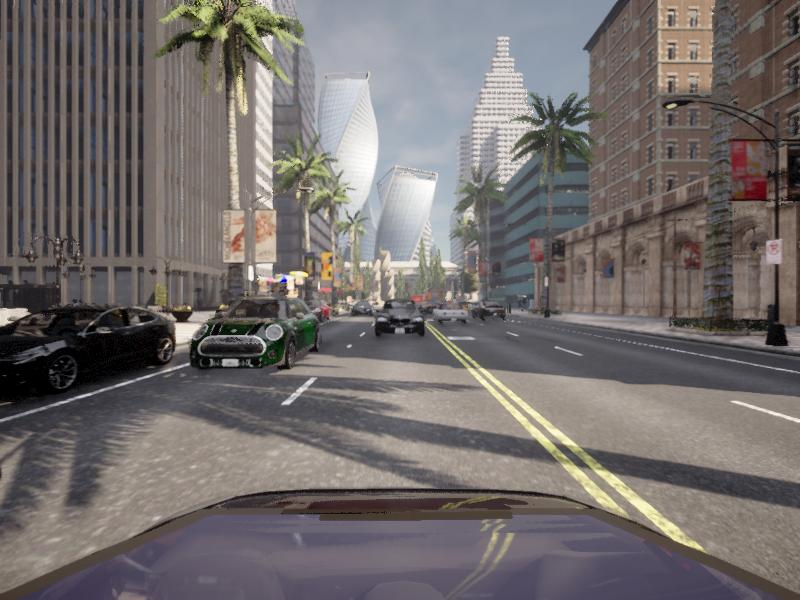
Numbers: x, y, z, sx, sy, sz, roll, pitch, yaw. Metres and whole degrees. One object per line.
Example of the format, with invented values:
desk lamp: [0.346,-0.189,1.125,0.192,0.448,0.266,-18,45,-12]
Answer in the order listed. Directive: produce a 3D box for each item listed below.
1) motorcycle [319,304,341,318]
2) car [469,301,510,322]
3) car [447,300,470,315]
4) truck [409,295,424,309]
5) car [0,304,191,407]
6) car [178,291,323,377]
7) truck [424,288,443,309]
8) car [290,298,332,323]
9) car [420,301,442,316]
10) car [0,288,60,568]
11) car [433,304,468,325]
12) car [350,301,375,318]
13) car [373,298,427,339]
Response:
motorcycle: [-6.548,0.999,37.698,0.764,1.277,2.356,0,0,29]
car: [6.955,0.849,31.699,2.128,1.511,4.902,0,0,0]
car: [6.799,0.823,47.035,1.801,1.575,5.366,0,0,-1]
truck: [3.007,0.389,74.099,2.627,2.467,5.204,0,0,-1]
car: [-6.690,0.857,8.379,2.163,1.488,4.792,0,0,-1]
car: [-3.499,0.699,10.485,2.097,1.767,4.553,0,0,0]
truck: [6.469,-0.289,77.961,2.891,3.827,8.468,0,0,-1]
car: [-6.619,0.712,30.342,2.185,1.767,4.553,0,0,-1]
car: [3.333,0.846,43.895,2.038,1.542,4.974,0,0,-1]
car: [-3.501,0.758,0.490,2.242,1.667,4.611,0,0,0]
car: [3.482,0.957,28.414,1.895,1.301,4.718,0,0,-1]
car: [-3.618,0.846,39.160,2.038,1.542,4.974,0,0,-1]
car: [-0.001,0.765,18.754,2.242,1.667,4.611,0,0,0]
